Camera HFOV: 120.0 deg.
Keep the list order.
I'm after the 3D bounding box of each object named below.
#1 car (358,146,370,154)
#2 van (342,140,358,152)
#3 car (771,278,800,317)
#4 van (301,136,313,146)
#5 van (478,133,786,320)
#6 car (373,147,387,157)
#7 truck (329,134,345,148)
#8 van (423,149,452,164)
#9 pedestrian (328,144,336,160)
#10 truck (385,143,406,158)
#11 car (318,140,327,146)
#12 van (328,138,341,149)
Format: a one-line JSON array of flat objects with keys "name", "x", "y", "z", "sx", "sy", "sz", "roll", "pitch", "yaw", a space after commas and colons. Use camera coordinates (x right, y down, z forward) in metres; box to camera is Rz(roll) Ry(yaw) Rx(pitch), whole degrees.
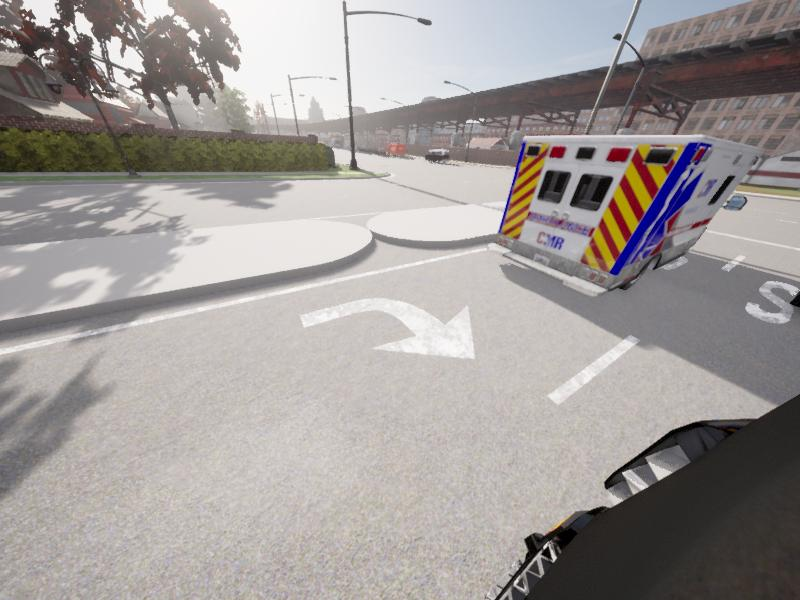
[{"name": "car", "x": -9.198, "y": -38.153, "z": 58.628, "sx": 1.789, "sy": 1.549, "sz": 3.705, "roll": -16, "pitch": 39, "yaw": -26}, {"name": "van", "x": -14.276, "y": -43.821, "z": 65.571, "sx": 2.351, "sy": 2.431, "sz": 6.366, "roll": -16, "pitch": 39, "yaw": -26}, {"name": "car", "x": 8.905, "y": -0.435, "z": 3.904, "sx": 3.633, "sy": 1.501, "sz": 1.845, "roll": -14, "pitch": 37, "yaw": -24}, {"name": "van", "x": -31.511, "y": -53.787, "z": 78.214, "sx": 1.988, "sy": 2.561, "sz": 5.915, "roll": -16, "pitch": 39, "yaw": -26}, {"name": "van", "x": 5.215, "y": -2.062, "z": 5.258, "sx": 6.366, "sy": 2.431, "sz": 2.351, "roll": -16, "pitch": 38, "yaw": -26}, {"name": "car", "x": -4.478, "y": -33.259, "z": 51.971, "sx": 1.789, "sy": 1.549, "sz": 3.705, "roll": -16, "pitch": 39, "yaw": -26}, {"name": "truck", "x": -22.760, "y": -57.277, "z": 82.979, "sx": 2.891, "sy": 3.827, "sz": 8.468, "roll": -16, "pitch": 39, "yaw": -26}, {"name": "van", "x": 6.410, "y": -24.721, "z": 39.794, "sx": 2.069, "sy": 2.038, "sz": 4.480, "roll": -22, "pitch": 40, "yaw": -33}, {"name": "pedestrian", "x": -9.699, "y": -21.113, "z": 32.974, "sx": 0.751, "sy": 1.860, "sz": 0.751, "roll": -17, "pitch": 39, "yaw": -28}, {"name": "truck", "x": -1.142, "y": -34.209, "z": 52.837, "sx": 2.627, "sy": 2.467, "sz": 5.204, "roll": -16, "pitch": 39, "yaw": -26}, {"name": "car", "x": -29.320, "y": -59.080, "z": 86.980, "sx": 1.801, "sy": 1.575, "sz": 5.366, "roll": -16, "pitch": 39, "yaw": -26}, {"name": "van", "x": -21.444, "y": -51.346, "z": 75.637, "sx": 1.988, "sy": 2.561, "sz": 5.915, "roll": -16, "pitch": 39, "yaw": -26}]
